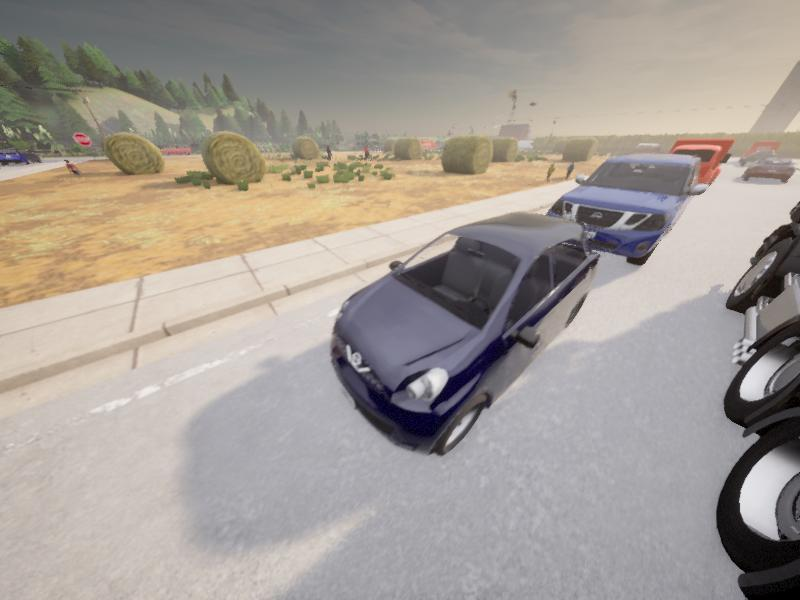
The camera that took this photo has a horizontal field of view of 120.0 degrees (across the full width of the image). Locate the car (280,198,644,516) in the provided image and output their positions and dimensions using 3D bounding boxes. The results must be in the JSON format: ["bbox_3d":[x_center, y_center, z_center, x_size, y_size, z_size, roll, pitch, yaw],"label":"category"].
[{"bbox_3d":[0.934,-0.074,2.823,3.633,1.501,1.845,-25,41,-32],"label":"car"}]

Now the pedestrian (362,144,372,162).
[{"bbox_3d":[-3.932,-17.533,27.539,0.751,1.860,0.751,13,37,18],"label":"pedestrian"}]

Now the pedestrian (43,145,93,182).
[{"bbox_3d":[-20.028,-8.263,14.003,0.751,1.860,0.751,-18,38,-24],"label":"pedestrian"}]

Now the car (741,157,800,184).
[{"bbox_3d":[27.154,-9.598,16.938,4.181,1.385,1.994,-24,41,-32],"label":"car"}]

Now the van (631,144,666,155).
[{"bbox_3d":[53.807,-32.721,50.150,2.069,2.038,4.480,-24,41,-31],"label":"van"}]

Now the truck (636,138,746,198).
[{"bbox_3d":[16.325,-7.590,13.005,5.204,2.467,2.627,-25,42,-32],"label":"truck"}]

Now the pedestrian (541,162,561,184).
[{"bbox_3d":[9.112,-7.648,13.944,0.500,1.100,0.500,-15,37,-21],"label":"pedestrian"}]

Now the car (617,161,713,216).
[{"bbox_3d":[11.295,-4.880,9.850,3.705,1.549,1.789,-25,42,-32],"label":"car"}]

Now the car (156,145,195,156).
[{"bbox_3d":[-39.106,-26.135,40.410,4.514,1.525,2.007,-22,40,-29],"label":"car"}]

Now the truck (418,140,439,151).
[{"bbox_3d":[7.859,-43.024,64.383,5.204,2.467,2.627,-22,40,-29],"label":"truck"}]

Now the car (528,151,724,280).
[{"bbox_3d":[6.178,-2.706,6.227,5.566,2.045,2.150,-25,42,-32],"label":"car"}]

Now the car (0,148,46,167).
[{"bbox_3d":[-42.155,-15.856,25.530,2.007,1.525,4.514,-24,41,-31],"label":"car"}]

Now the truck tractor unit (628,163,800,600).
[{"bbox_3d":[4.934,-0.439,1.023,6.516,4.208,3.053,-25,41,-32],"label":"truck tractor unit"}]

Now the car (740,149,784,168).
[{"bbox_3d":[42.066,-16.599,26.993,5.027,1.651,2.152,-25,42,-32],"label":"car"}]

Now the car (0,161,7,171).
[{"bbox_3d":[-35.927,-11.384,19.066,1.882,1.535,5.008,-24,42,-31],"label":"car"}]

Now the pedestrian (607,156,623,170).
[{"bbox_3d":[19.351,-12.344,20.824,0.500,1.100,0.500,-12,37,-18],"label":"pedestrian"}]

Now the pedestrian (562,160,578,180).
[{"bbox_3d":[11.450,-8.758,15.569,0.500,1.100,0.500,20,39,26],"label":"pedestrian"}]
